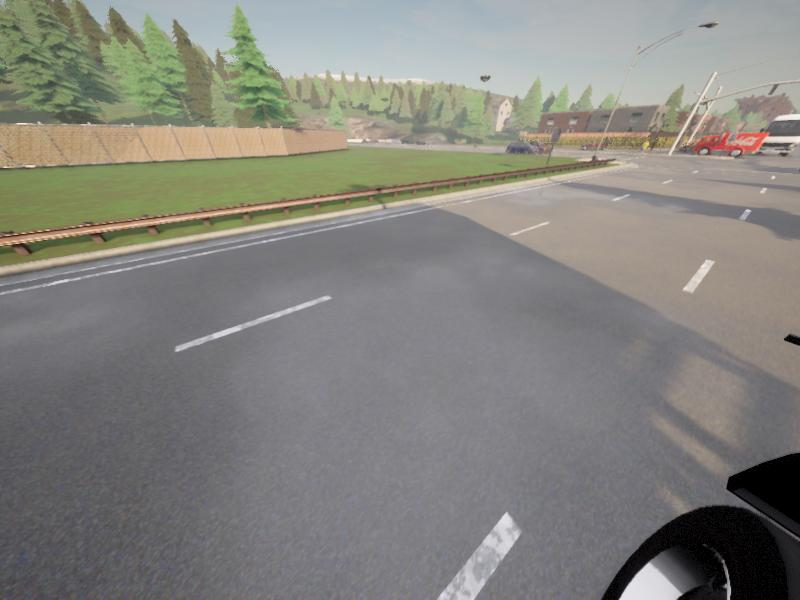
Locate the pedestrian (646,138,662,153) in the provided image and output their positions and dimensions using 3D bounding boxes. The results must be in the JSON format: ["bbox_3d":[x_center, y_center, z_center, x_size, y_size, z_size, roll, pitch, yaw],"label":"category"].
[{"bbox_3d":[39.206,-23.847,35.700,0.751,1.860,0.751,-20,40,-25],"label":"pedestrian"}]

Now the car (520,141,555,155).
[{"bbox_3d":[21.095,-23.576,35.731,1.851,1.617,3.988,-22,40,-27],"label":"car"}]

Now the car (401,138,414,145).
[{"bbox_3d":[2.691,-58.068,84.377,2.150,2.045,5.566,-21,40,-27],"label":"car"}]

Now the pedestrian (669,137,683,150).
[{"bbox_3d":[46.458,-26.389,38.921,0.751,1.860,0.751,-26,42,-31],"label":"pedestrian"}]

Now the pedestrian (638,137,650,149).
[{"bbox_3d":[46.826,-30.145,44.293,0.751,1.860,0.751,-22,40,-27],"label":"pedestrian"}]

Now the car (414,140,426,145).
[{"bbox_3d":[6.398,-51.155,75.039,1.970,1.475,3.806,-22,40,-27],"label":"car"}]

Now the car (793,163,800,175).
[{"bbox_3d":[29.800,-9.618,15.966,4.902,1.511,2.128,-22,41,-28],"label":"car"}]

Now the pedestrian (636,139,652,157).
[{"bbox_3d":[31.487,-19.651,29.821,0.751,1.860,0.751,25,43,32],"label":"pedestrian"}]

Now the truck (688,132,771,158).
[{"bbox_3d":[40.645,-19.276,28.725,2.627,2.467,5.204,-22,40,-27],"label":"truck"}]

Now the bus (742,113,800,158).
[{"bbox_3d":[50.108,-21.399,30.107,10.273,4.253,3.944,-22,41,-28],"label":"bus"}]

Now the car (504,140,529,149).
[{"bbox_3d":[26.896,-36.141,53.505,1.801,1.575,5.366,-14,37,-19],"label":"car"}]

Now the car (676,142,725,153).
[{"bbox_3d":[45.973,-23.391,35.463,4.181,1.385,1.994,4,36,6],"label":"car"}]

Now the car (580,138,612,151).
[{"bbox_3d":[36.341,-28.927,42.935,3.866,1.878,1.905,29,45,35],"label":"car"}]

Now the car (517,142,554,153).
[{"bbox_3d":[22.727,-25.731,38.880,2.163,1.488,4.792,-22,40,-27],"label":"car"}]

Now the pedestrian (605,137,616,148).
[{"bbox_3d":[43.860,-32.859,48.163,0.751,1.860,0.751,-22,41,-28],"label":"pedestrian"}]

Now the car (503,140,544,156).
[{"bbox_3d":[18.141,-22.558,34.152,2.097,1.767,4.553,-22,40,-27],"label":"car"}]
